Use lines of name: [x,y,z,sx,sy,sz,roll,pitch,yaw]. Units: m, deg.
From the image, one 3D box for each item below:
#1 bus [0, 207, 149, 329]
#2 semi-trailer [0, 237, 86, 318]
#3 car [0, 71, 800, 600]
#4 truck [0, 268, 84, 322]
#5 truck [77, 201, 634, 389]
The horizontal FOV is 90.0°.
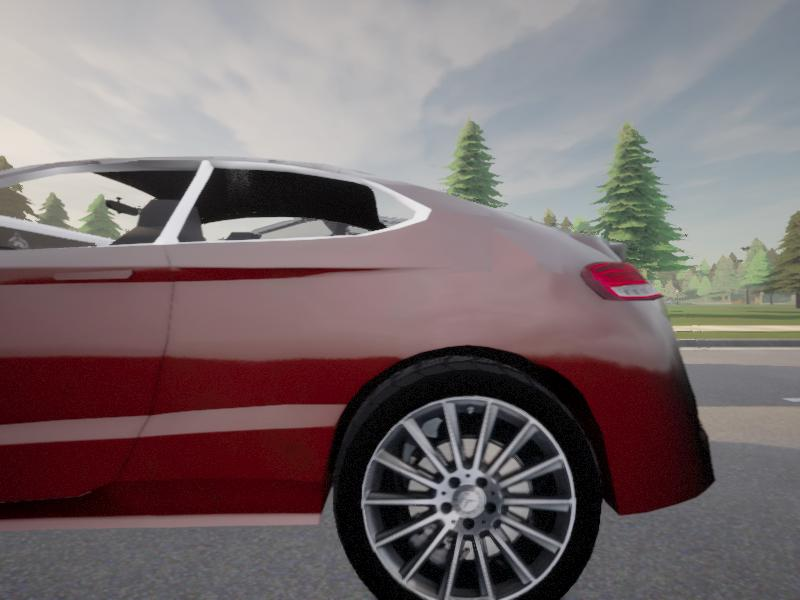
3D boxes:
bus: [-15.895,-1.129,17.049,3.944,4.253,10.273,0,0,0]
semi-trailer: [-23.030,-1.209,20.301,2.717,4.402,14.254,0,0,1]
car: [-1.316,0.182,2.199,5.027,1.651,2.152,0,0,0]
truck: [-19.496,-0.237,20.390,2.627,2.467,5.204,0,0,1]
truck: [-0.500,-0.056,5.701,6.274,2.098,2.390,0,0,0]
